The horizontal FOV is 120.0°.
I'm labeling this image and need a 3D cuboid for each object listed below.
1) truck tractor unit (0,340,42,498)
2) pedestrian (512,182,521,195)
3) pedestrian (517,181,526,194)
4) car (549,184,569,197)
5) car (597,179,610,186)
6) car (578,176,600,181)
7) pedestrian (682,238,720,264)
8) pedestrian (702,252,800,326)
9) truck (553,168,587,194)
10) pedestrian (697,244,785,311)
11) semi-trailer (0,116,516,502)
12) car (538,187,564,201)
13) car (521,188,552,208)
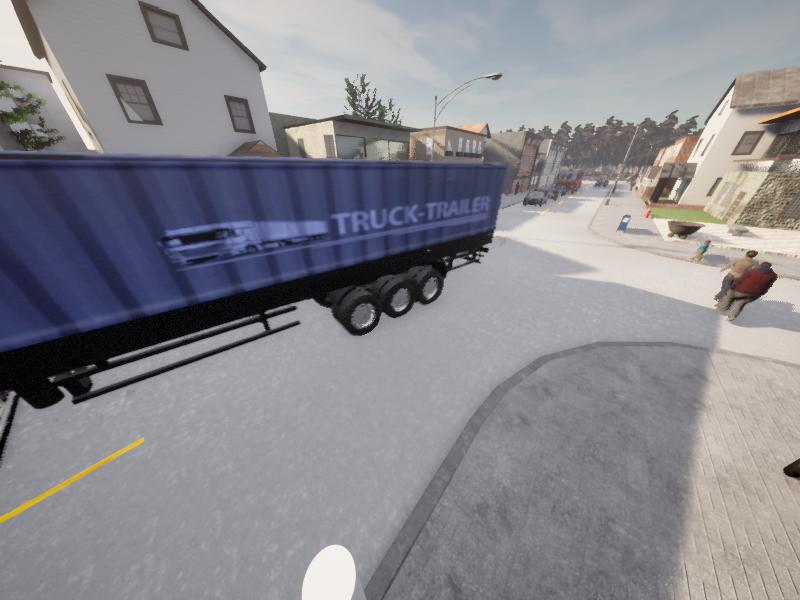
[{"bbox_3d":[-8.751,1.618,0.982,3.053,4.208,6.516,23,37,34],"label":"truck tractor unit"},{"bbox_3d":[18.192,-17.361,35.959,0.751,1.860,0.751,18,34,28],"label":"pedestrian"},{"bbox_3d":[20.144,-18.639,38.172,0.751,1.860,0.751,22,37,33],"label":"pedestrian"},{"bbox_3d":[25.445,-17.570,36.884,1.789,1.549,3.705,23,37,34],"label":"car"},{"bbox_3d":[50.640,-29.373,57.513,1.994,1.385,4.181,23,37,34],"label":"car"},{"bbox_3d":[61.065,-39.401,74.857,2.033,1.411,5.357,-8,31,-13],"label":"car"},{"bbox_3d":[14.040,-2.294,10.797,0.500,1.100,0.500,5,30,8],"label":"pedestrian"},{"bbox_3d":[9.949,-0.327,6.664,0.751,1.860,0.751,23,37,35],"label":"pedestrian"},{"bbox_3d":[30.933,-21.820,41.975,2.891,3.827,8.468,23,37,34],"label":"truck"},{"bbox_3d":[10.672,-0.725,7.352,0.751,1.860,0.751,24,38,35],"label":"pedestrian"},{"bbox_3d":[-2.810,-1.063,5.420,14.254,4.402,2.717,-22,36,-32],"label":"semi-trailer"},{"bbox_3d":[21.579,-15.203,32.970,1.994,1.385,4.181,23,37,34],"label":"car"},{"bbox_3d":[16.423,-12.308,27.682,1.930,1.638,5.238,22,36,33],"label":"car"}]
